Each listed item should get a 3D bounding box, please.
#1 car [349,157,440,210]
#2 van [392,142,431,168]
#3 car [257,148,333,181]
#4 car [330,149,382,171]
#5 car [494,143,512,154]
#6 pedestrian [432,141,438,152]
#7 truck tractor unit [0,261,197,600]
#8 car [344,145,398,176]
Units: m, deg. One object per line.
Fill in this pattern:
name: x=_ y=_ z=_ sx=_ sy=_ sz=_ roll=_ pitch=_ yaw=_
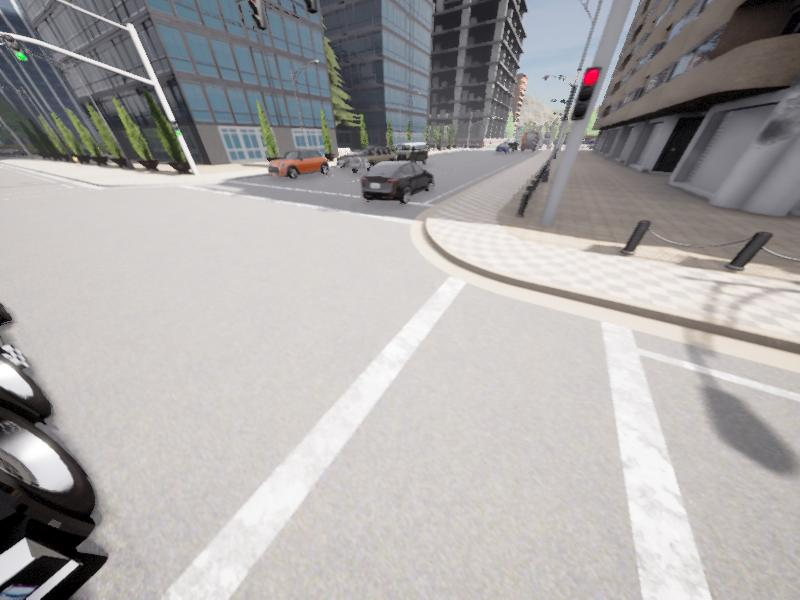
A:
car: x=0.040 y=-5.636 z=10.770 sx=2.163 sy=1.488 sz=4.792 roll=15 pitch=38 yaw=21
van: x=1.279 y=-15.030 z=23.809 sx=2.069 sy=2.038 sz=4.480 roll=18 pitch=39 yaw=25
car: x=-7.597 y=-10.252 z=17.256 sx=2.097 sy=1.767 sz=4.553 roll=19 pitch=39 yaw=25
car: x=-4.045 y=-13.563 z=22.231 sx=2.128 sy=1.511 sz=4.902 roll=18 pitch=39 yaw=25
car: x=19.323 y=-28.422 z=43.317 sx=1.882 sy=1.535 sz=5.008 roll=18 pitch=39 yaw=25
pedestrian: x=6.832 y=-29.874 z=44.991 sx=0.751 sy=1.860 sz=0.751 roll=22 pitch=41 yaw=29
truck tractor unit: x=-5.110 y=-0.301 z=0.784 sx=6.516 sy=4.208 sz=3.053 roll=18 pitch=39 yaw=24
car: x=-2.175 y=-11.611 z=19.068 sx=1.932 sy=1.855 sz=4.605 roll=18 pitch=39 yaw=25
